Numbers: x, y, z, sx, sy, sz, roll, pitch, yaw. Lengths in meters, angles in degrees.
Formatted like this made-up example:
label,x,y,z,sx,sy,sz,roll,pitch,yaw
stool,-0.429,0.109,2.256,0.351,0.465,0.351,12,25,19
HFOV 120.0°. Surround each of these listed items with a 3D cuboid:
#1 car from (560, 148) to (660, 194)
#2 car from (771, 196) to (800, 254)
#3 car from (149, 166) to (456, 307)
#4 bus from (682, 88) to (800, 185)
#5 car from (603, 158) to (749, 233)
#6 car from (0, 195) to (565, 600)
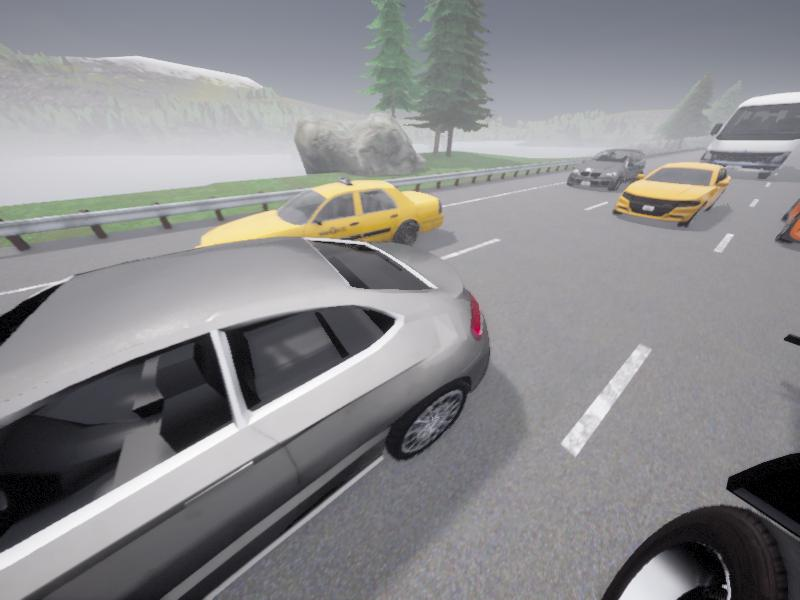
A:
label,x,y,z,sx,sy,sz,roll,pitch,yaw
car,11.115,-6.994,12.274,4.611,1.667,2.242,-23,41,-28
car,11.432,-2.244,5.435,4.553,1.767,2.097,-22,41,-28
car,-1.418,-1.847,5.164,5.366,1.575,1.801,-22,41,-28
bus,24.447,-10.935,15.503,10.273,4.253,3.944,-23,41,-28
car,9.386,-3.768,7.835,5.008,1.535,1.882,-22,41,-28
car,-1.562,0.658,1.580,5.027,1.651,2.152,-22,41,-28
